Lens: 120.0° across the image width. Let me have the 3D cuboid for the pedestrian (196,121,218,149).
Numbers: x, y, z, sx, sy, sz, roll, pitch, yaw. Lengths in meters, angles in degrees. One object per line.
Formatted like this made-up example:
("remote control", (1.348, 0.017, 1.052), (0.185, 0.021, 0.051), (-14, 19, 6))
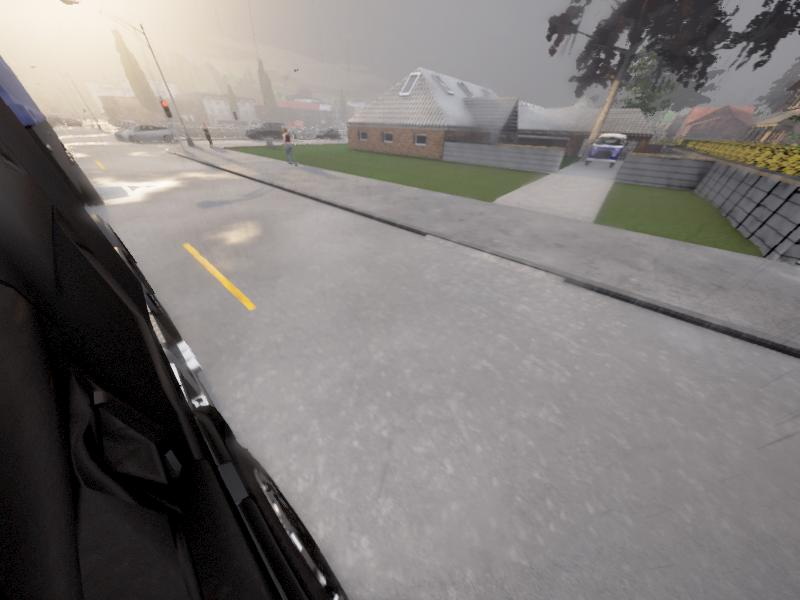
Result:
("pedestrian", (-16.512, -14.120, 19.800), (0.751, 1.860, 0.751), (-29, 47, -35))

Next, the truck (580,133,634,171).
("truck", (15.456, -11.144, 17.201), (2.069, 2.038, 4.478), (28, 44, 30))

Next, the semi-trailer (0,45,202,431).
("semi-trailer", (-8.708, -3.576, 4.249), (14.254, 4.402, 2.717), (28, 44, 30))

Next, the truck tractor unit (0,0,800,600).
("truck tractor unit", (-2.645, -0.295, 0.352), (6.516, 4.208, 3.053), (28, 44, 30))

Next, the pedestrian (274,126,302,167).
("pedestrian", (-6.239, -8.576, 12.945), (0.751, 1.860, 0.751), (29, 44, 31))

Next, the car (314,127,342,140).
("car", (-11.952, -27.771, 38.610), (1.851, 1.617, 3.988), (28, 44, 30))

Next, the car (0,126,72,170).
("car", (-19.355, -8.108, 12.140), (5.008, 1.535, 1.882), (29, 45, 31))

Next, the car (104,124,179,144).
("car", (-26.066, -16.941, 23.560), (2.007, 1.525, 4.514), (16, 39, 17))

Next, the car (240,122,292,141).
("car", (-18.451, -23.464, 32.185), (2.150, 2.045, 5.566), (28, 44, 30))

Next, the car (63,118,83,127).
("car", (-69.291, -37.582, 48.957), (4.181, 1.385, 1.994), (28, 44, 30))
